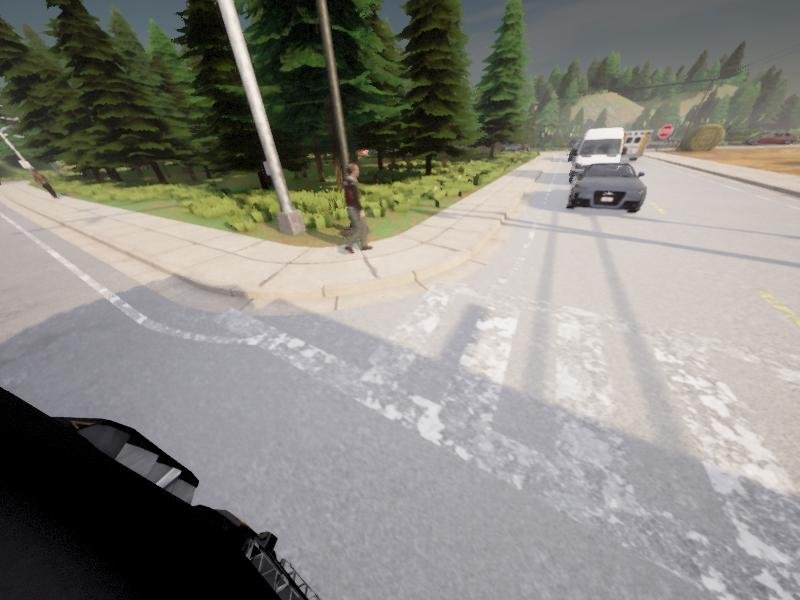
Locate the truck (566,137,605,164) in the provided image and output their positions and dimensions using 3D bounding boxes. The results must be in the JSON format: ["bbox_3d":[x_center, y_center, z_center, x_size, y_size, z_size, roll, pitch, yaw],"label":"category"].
[{"bbox_3d":[19.635,-16.072,24.699,2.390,2.098,6.274,17,39,27],"label":"truck"}]

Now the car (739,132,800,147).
[{"bbox_3d":[50.969,-22.131,31.847,4.193,1.474,1.816,19,39,29],"label":"car"}]

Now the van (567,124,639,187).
[{"bbox_3d":[11.459,-8.519,13.591,1.988,2.561,5.915,17,38,27],"label":"van"}]

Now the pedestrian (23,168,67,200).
[{"bbox_3d":[-23.681,-7.738,15.423,0.751,1.860,0.751,18,39,28],"label":"pedestrian"}]

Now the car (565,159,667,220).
[{"bbox_3d":[7.626,-4.342,8.669,1.994,1.385,4.181,17,38,27],"label":"car"}]

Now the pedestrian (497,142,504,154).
[{"bbox_3d":[18.717,-28.382,43.113,0.751,1.860,0.751,-1,34,3],"label":"pedestrian"}]

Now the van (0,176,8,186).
[{"bbox_3d":[-57.479,-16.547,31.133,2.351,2.431,6.366,-27,41,-31],"label":"van"}]

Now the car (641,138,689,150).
[{"bbox_3d":[42.230,-24.992,36.998,4.718,1.301,1.895,18,39,29],"label":"car"}]

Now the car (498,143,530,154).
[{"bbox_3d":[22.168,-29.540,45.100,5.238,1.638,1.930,19,39,29],"label":"car"}]

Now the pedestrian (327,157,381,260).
[{"bbox_3d":[-0.938,-1.928,4.934,0.751,1.860,0.751,-13,35,-14],"label":"pedestrian"}]

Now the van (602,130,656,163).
[{"bbox_3d":[22.855,-15.602,23.443,2.351,2.431,6.366,17,38,27],"label":"van"}]

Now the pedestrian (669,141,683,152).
[{"bbox_3d":[33.187,-18.459,27.795,0.500,1.100,0.500,-1,34,3],"label":"pedestrian"}]

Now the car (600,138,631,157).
[{"bbox_3d":[26.575,-18.924,28.630,1.905,1.878,3.866,17,38,27],"label":"car"}]
